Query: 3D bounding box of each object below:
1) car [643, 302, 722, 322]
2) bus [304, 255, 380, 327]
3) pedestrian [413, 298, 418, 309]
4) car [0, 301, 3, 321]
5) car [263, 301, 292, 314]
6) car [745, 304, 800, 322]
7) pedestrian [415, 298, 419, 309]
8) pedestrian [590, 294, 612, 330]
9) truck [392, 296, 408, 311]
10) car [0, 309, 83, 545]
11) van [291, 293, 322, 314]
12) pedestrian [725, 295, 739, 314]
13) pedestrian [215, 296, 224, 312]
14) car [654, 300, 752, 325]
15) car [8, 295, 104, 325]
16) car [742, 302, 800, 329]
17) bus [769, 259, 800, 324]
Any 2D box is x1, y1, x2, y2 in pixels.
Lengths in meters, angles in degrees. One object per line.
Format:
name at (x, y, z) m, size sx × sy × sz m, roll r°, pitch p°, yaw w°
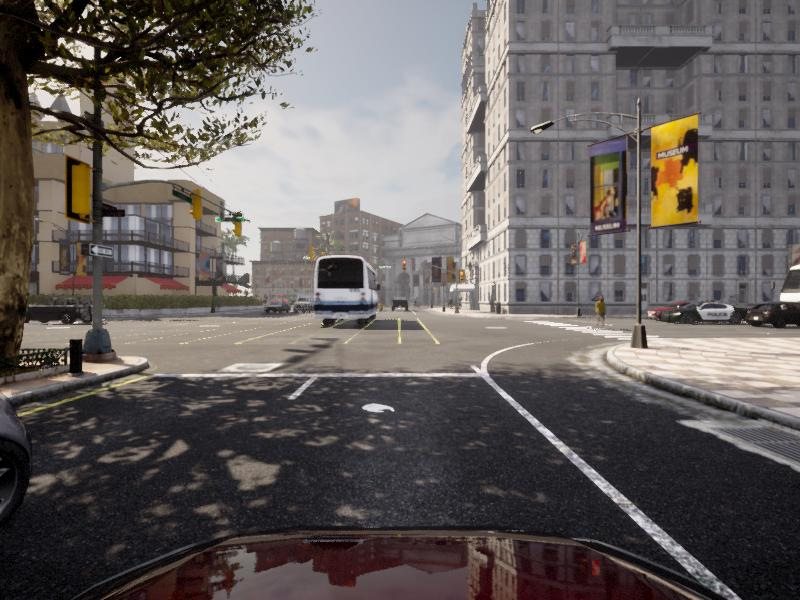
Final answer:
car at (21.079, 0.865, 30.006) m, size 4.674 × 1.442 × 1.812 m, roll 0°, pitch 0°, yaw 0°
bus at (-3.621, -0.537, 28.538) m, size 3.944 × 4.253 × 10.273 m, roll 0°, pitch 0°, yaw 0°
pedestrian at (2.713, 0.627, 70.421) m, size 0.751 × 1.860 × 0.751 m, roll 0°, pitch 0°, yaw -7°
car at (-32.407, 0.849, 29.708) m, size 3.806 × 1.475 × 1.970 m, roll 0°, pitch 0°, yaw 0°
car at (-15.001, 0.888, 49.342) m, size 2.033 × 1.411 × 5.357 m, roll 0°, pitch 0°, yaw 0°
car at (29.057, 0.939, 30.045) m, size 4.718 × 1.301 × 1.895 m, roll 0°, pitch 0°, yaw 0°
pedestrian at (2.987, 0.627, 71.042) m, size 0.751 × 1.860 × 0.751 m, roll 0°, pitch 0°, yaw -1°
pedestrian at (10.524, 0.634, 20.945) m, size 0.751 × 1.860 × 0.751 m, roll 0°, pitch 0°, yaw 0°
truck at (0.000, 0.534, 59.649) m, size 2.390 × 2.098 × 6.274 m, roll 0°, pitch 0°, yaw 0°
car at (-3.492, 0.826, 1.425) m, size 1.845 × 1.501 × 3.633 m, roll 0°, pitch 0°, yaw 0°
van at (-11.502, 0.371, 49.802) m, size 2.351 × 2.431 × 6.366 m, roll 0°, pitch 0°, yaw 0°
pedestrian at (32.841, 0.479, 39.540) m, size 0.751 × 1.860 × 0.751 m, roll 0°, pitch 0°, yaw 5°
pedestrian at (-22.230, 0.478, 49.292) m, size 0.751 × 1.860 × 0.751 m, roll 0°, pitch 0°, yaw 0°
car at (19.936, 0.819, 26.503) m, size 4.974 × 1.542 × 2.038 m, roll 0°, pitch 0°, yaw 0°
car at (-22.472, 0.649, 26.266) m, size 4.605 × 1.855 × 1.932 m, roll 0°, pitch 0°, yaw 0°
car at (22.546, 0.851, 23.029) m, size 4.193 × 1.474 × 1.816 m, roll 0°, pitch 0°, yaw 0°
bus at (31.364, -0.538, 26.425) m, size 10.273 × 4.253 × 3.944 m, roll 0°, pitch 0°, yaw 0°
